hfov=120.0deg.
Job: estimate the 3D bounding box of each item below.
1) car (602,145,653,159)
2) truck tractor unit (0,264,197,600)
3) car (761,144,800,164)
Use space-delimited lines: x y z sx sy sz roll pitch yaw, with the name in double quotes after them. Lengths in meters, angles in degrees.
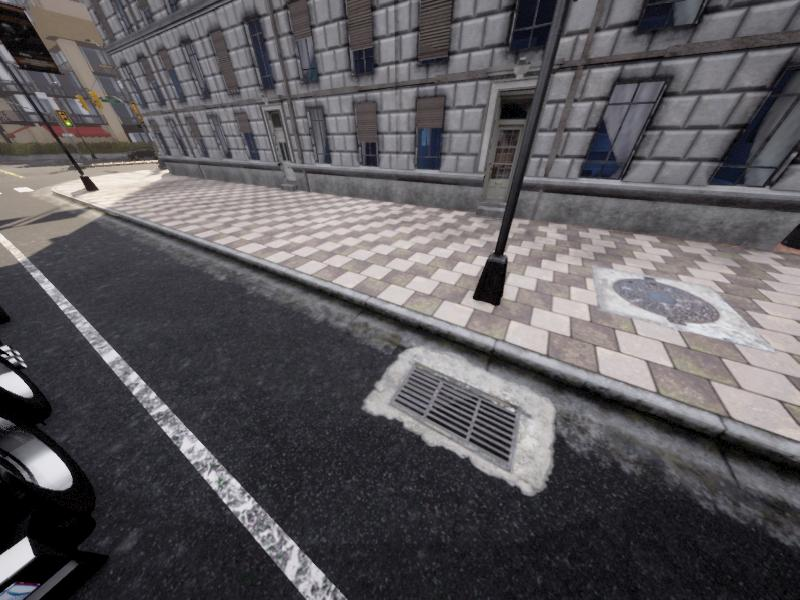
30.671 -20.062 31.307 4.674 1.442 1.812 27 43 33 "car"
-5.111 -0.301 0.778 6.516 4.208 3.053 18 39 24 "truck tractor unit"
41.925 -14.801 23.498 1.930 1.638 5.238 -17 38 -23 "car"
